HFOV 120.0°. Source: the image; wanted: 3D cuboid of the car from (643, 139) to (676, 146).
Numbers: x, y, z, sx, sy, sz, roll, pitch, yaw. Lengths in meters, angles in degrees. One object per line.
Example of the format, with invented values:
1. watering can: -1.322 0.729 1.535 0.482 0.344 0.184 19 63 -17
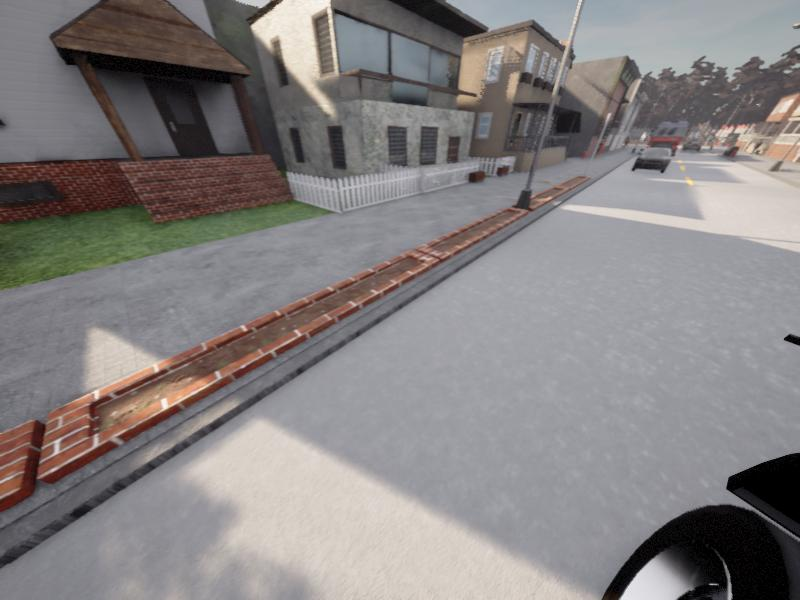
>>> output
1. car: 66.957 -40.754 59.796 2.033 1.411 5.357 -7 36 -10

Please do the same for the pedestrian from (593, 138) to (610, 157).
1. pedestrian: 23.701 -17.962 27.223 0.751 1.860 0.751 28 44 33

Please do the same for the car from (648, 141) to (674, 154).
1. car: 40.739 -23.864 36.044 2.163 1.488 4.792 29 44 34

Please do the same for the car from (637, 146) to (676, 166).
1. car: 24.780 -14.002 22.317 1.994 1.385 4.181 29 44 34

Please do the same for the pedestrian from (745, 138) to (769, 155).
1. pedestrian: 46.220 -19.871 29.900 0.751 1.860 0.751 26 43 31

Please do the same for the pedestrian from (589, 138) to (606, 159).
1. pedestrian: 21.607 -16.545 25.237 0.751 1.860 0.751 23 41 29

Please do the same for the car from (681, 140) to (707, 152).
1. car: 51.114 -26.888 40.241 2.038 1.542 4.974 29 44 34

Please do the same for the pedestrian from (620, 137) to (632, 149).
1. pedestrian: 42.290 -29.365 43.207 0.751 1.860 0.751 29 45 34

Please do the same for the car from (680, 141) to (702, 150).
1. car: 55.408 -29.472 44.003 1.994 1.385 4.181 29 44 34

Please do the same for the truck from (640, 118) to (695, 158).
1. truck: 34.751 -21.132 30.197 2.891 3.827 8.468 29 44 34

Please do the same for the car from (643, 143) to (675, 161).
1. car: 28.900 -16.601 25.801 1.789 1.549 3.705 29 44 34

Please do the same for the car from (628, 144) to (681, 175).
1. car: 19.289 -10.789 17.578 1.930 1.638 5.238 28 44 33
